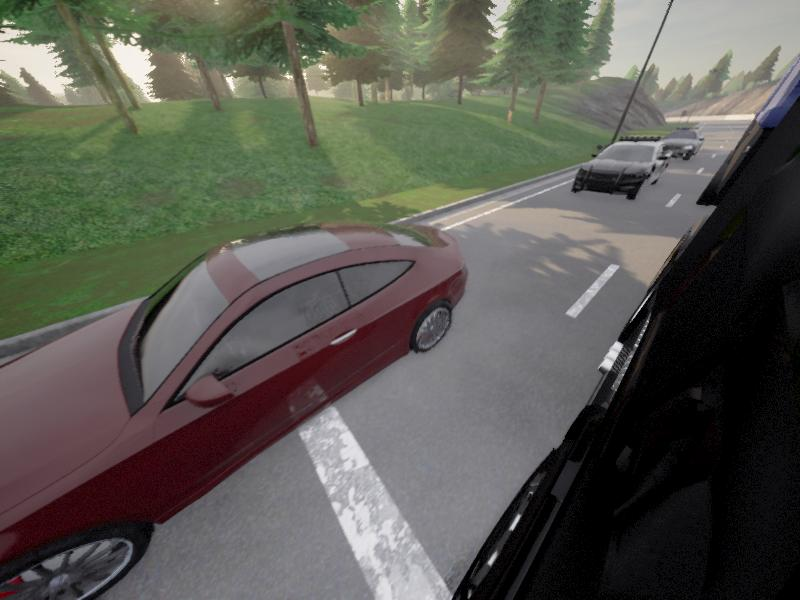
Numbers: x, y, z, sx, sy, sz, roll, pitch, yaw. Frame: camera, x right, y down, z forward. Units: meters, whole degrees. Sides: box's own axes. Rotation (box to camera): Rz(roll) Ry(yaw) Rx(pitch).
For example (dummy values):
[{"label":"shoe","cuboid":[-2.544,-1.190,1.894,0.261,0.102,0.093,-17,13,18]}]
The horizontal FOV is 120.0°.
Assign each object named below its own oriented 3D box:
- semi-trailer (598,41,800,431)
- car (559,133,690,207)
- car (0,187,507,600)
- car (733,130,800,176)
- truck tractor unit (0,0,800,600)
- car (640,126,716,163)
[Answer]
[{"label":"semi-trailer","cuboid":[8.697,-3.604,4.231,14.254,4.402,2.717,-28,44,-30]},{"label":"car","cuboid":[8.239,-4.953,8.414,5.238,1.638,1.930,-28,43,-30]},{"label":"car","cuboid":[-1.192,0.160,2.313,4.674,1.442,1.812,-28,44,-30]},{"label":"car","cuboid":[17.697,-6.774,10.482,4.181,1.385,1.994,-23,41,-25]},{"label":"truck tractor unit","cuboid":[2.645,-0.295,0.351,6.516,4.208,3.053,-28,44,-30]},{"label":"car","cuboid":[17.309,-9.746,14.364,4.974,1.542,2.038,-28,44,-30]}]
